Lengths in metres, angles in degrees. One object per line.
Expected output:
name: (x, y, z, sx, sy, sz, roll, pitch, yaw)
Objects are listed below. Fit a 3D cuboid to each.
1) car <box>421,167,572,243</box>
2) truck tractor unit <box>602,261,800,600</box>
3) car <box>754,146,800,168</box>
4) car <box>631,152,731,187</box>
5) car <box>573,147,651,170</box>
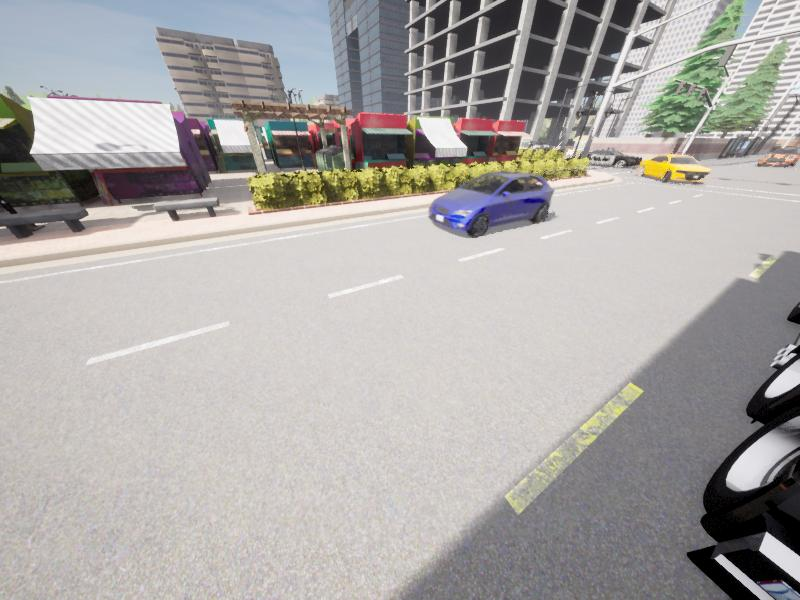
car: (2.951, -3.155, 7.254, 4.193, 1.474, 1.816, -18, 39, -24)
truck tractor unit: (5.104, -0.308, 0.788, 6.516, 4.208, 3.053, -19, 39, -24)
car: (41.588, -15.603, 25.134, 4.553, 1.767, 2.097, -18, 39, -24)
car: (18.322, -8.897, 15.530, 1.882, 1.535, 5.008, 11, 36, 14)
car: (21.089, -14.391, 23.276, 1.930, 1.638, 5.238, -19, 39, -25)
